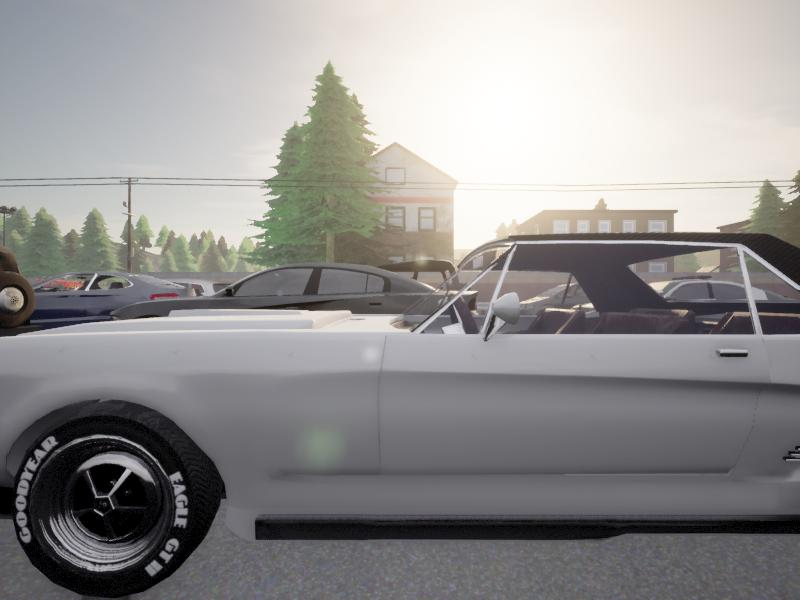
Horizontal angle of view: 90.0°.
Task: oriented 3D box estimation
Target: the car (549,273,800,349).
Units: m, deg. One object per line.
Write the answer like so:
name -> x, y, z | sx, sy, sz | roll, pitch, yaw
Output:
car -> 6.297, 0.226, 9.236 | 4.974, 1.542, 2.038 | 0, 0, 0

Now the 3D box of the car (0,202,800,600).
car -> 0.559, 0.344, 2.203 | 4.718, 1.301, 1.895 | 0, 0, 0

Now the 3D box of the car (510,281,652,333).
car -> 5.601, 0.215, 12.732 | 3.705, 1.549, 1.789 | 0, 0, 0

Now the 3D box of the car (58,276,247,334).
car -> -7.559, 0.156, 12.661 | 4.611, 1.667, 2.242 | 0, 0, -1

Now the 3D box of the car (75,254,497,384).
car -> -1.348, 0.223, 5.694 | 5.008, 1.535, 1.882 | 0, 0, 0

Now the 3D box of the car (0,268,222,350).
car -> -7.069, 0.181, 9.172 | 5.027, 1.651, 2.152 | 0, 0, 0

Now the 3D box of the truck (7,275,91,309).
truck -> -42.724, -0.920, 49.222 | 2.891, 3.827, 8.468 | 0, 0, 0

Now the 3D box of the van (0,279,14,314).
van -> -28.748, -0.223, 25.391 | 2.351, 2.431, 6.366 | 0, 0, 0

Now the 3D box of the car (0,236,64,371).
car -> -7.490, 0.046, 5.660 | 3.866, 1.878, 1.905 | 0, 0, 0

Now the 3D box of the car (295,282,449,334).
car -> -0.816, 0.228, 12.696 | 4.514, 1.525, 2.007 | 0, 0, 0

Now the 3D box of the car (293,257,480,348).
car -> -0.280, 0.046, 9.200 | 3.866, 1.878, 1.905 | 0, 0, 0
